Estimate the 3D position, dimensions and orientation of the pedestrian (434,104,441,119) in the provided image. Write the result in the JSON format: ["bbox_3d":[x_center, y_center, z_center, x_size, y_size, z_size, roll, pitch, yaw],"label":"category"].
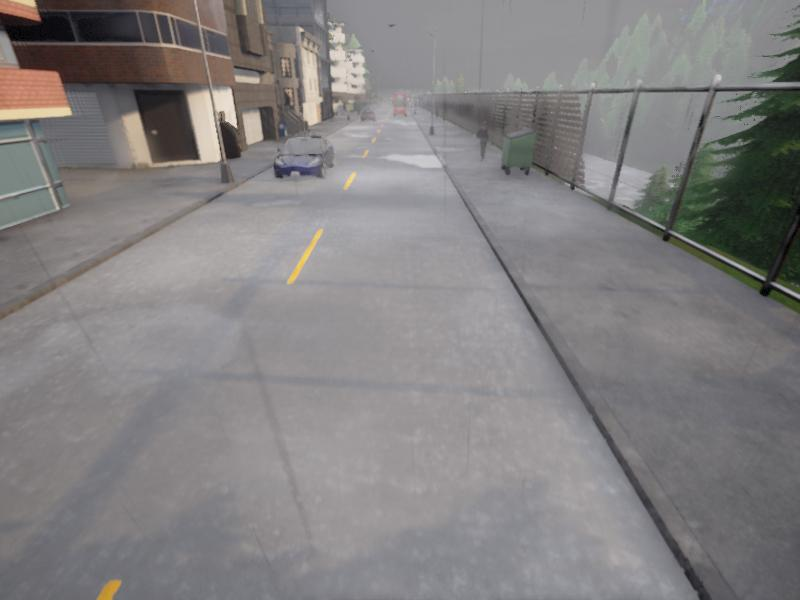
[{"bbox_3d":[5.161,-25.937,55.053,0.751,1.860,0.751,1,27,2],"label":"pedestrian"}]

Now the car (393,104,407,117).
[{"bbox_3d":[0.016,-30.988,65.251,2.097,1.767,4.553,0,27,0],"label":"car"}]

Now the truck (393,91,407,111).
[{"bbox_3d":[0.030,-43.781,88.006,2.891,3.827,8.468,0,27,0],"label":"truck"}]

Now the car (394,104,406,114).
[{"bbox_3d":[0.018,-36.633,76.773,2.152,1.651,5.027,0,27,0],"label":"car"}]

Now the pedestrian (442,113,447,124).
[{"bbox_3d":[5.081,-20.855,45.957,0.500,1.100,0.500,1,27,2],"label":"pedestrian"}]

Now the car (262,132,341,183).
[{"bbox_3d":[-3.996,-6.253,17.230,2.163,1.488,4.792,0,27,0],"label":"car"}]

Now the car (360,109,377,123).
[{"bbox_3d":[-3.986,-23.289,50.527,1.816,1.474,4.193,0,27,0],"label":"car"}]

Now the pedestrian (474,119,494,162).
[{"bbox_3d":[4.154,-7.894,19.788,0.751,1.860,0.751,6,28,12],"label":"pedestrian"}]
